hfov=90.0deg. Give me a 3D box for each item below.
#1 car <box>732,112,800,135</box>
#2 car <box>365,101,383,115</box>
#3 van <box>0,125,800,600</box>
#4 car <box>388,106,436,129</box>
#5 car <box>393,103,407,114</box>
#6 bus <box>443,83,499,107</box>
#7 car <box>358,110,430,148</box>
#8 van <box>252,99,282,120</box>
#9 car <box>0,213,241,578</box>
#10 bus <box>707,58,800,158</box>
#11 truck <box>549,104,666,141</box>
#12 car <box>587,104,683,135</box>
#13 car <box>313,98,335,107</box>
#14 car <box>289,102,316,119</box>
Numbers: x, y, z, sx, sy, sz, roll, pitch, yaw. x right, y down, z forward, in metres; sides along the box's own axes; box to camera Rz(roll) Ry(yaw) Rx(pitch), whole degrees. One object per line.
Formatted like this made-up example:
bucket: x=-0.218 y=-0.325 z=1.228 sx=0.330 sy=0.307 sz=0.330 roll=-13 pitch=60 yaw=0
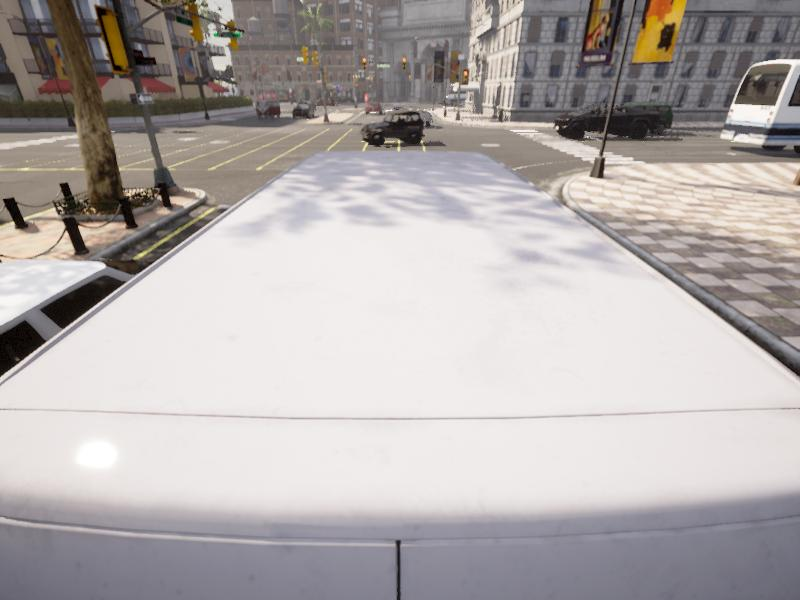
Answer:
car: x=28.658 y=-13.394 z=30.307 sx=4.792 sy=1.488 sz=2.163 roll=0 pitch=28 yaw=0
car: x=-3.564 y=-26.387 z=54.900 sx=2.152 sy=1.651 sz=5.027 roll=0 pitch=28 yaw=0
van: x=0.000 y=0.088 z=3.519 sx=1.988 sy=2.561 sz=5.915 roll=0 pitch=28 yaw=0
car: x=0.986 y=-16.795 z=36.631 sx=2.152 sy=1.651 sz=5.027 roll=-14 pitch=31 yaw=-24
car: x=-0.062 y=-27.273 z=56.937 sx=1.895 sy=1.301 sz=4.718 roll=0 pitch=28 yaw=0
bus: x=14.205 y=-41.458 z=80.762 sx=10.273 sy=4.253 sz=3.944 roll=0 pitch=28 yaw=0
car: x=-0.385 y=-10.379 z=24.126 sx=3.866 sy=1.878 sz=1.905 roll=-9 pitch=29 yaw=-17
van: x=-15.051 y=-21.730 z=45.640 sx=1.775 sy=1.987 sz=4.442 roll=0 pitch=28 yaw=0
car: x=-3.500 y=0.356 z=4.130 sx=1.970 sy=1.475 sz=3.806 roll=1 pitch=28 yaw=2
bus: x=23.014 y=-9.840 z=20.560 sx=10.273 sy=4.253 sz=3.944 roll=0 pitch=28 yaw=1
truck: x=13.782 y=-12.003 z=26.995 sx=6.274 sy=2.098 sz=2.390 roll=0 pitch=28 yaw=0
car: x=17.527 y=-13.617 z=30.127 sx=5.566 sy=2.045 sz=2.150 roll=0 pitch=28 yaw=0
car: x=-15.311 y=-39.940 z=80.809 sx=3.988 sy=1.617 sz=1.851 roll=9 pitch=29 yaw=16
car: x=-11.552 y=-22.685 z=47.829 sx=1.930 sy=1.638 sz=5.238 roll=0 pitch=28 yaw=0
